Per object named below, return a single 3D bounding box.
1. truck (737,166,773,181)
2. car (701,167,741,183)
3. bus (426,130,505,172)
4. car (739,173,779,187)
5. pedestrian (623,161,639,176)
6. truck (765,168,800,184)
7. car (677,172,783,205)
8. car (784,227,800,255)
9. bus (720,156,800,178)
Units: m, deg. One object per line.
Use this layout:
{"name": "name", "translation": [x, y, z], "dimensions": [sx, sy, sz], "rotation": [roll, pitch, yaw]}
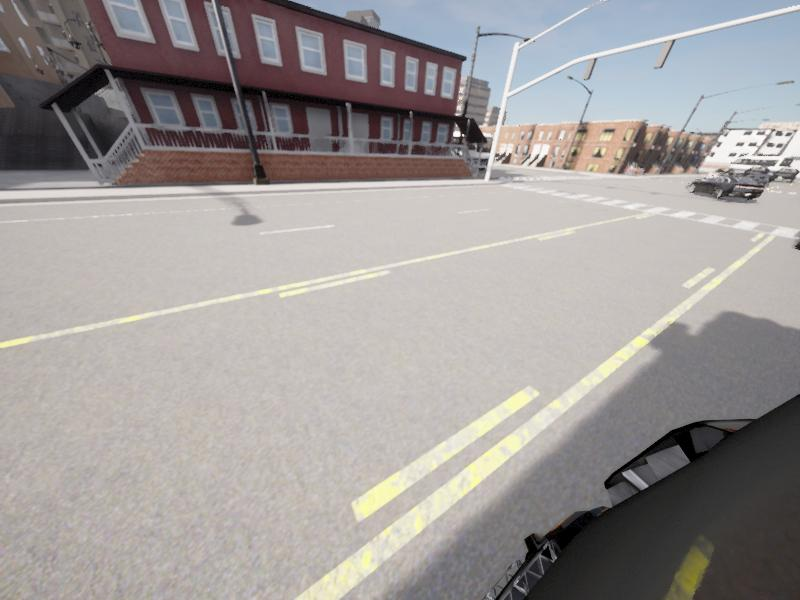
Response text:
{"name": "truck", "translation": [67.109, -23.947, 43.620], "dimensions": [6.274, 2.098, 2.390], "rotation": [-16, 38, -26]}
{"name": "car", "translation": [45.350, -17.689, 32.630], "dimensions": [4.605, 1.855, 1.932], "rotation": [-16, 38, -26]}
{"name": "bus", "translation": [8.406, -20.676, 32.046], "dimensions": [3.944, 4.253, 10.273], "rotation": [-16, 38, -26]}
{"name": "car", "translation": [46.920, -15.692, 30.199], "dimensions": [4.181, 1.385, 1.994], "rotation": [-16, 38, -26]}
{"name": "pedestrian", "translation": [32.499, -18.512, 32.549], "dimensions": [0.751, 1.860, 0.751], "rotation": [-23, 41, -34]}
{"name": "truck", "translation": [66.332, -21.495, 39.851], "dimensions": [6.274, 2.098, 2.390], "rotation": [-16, 38, -26]}
{"name": "car", "translation": [24.414, -8.568, 17.507], "dimensions": [2.128, 1.511, 4.902], "rotation": [13, 35, 14]}
{"name": "car", "translation": [14.675, -2.223, 7.169], "dimensions": [4.792, 1.488, 2.163], "rotation": [-17, 38, -27]}
{"name": "bus", "translation": [93.061, -34.947, 60.360], "dimensions": [3.944, 4.253, 10.273], "rotation": [3, 33, -1]}
